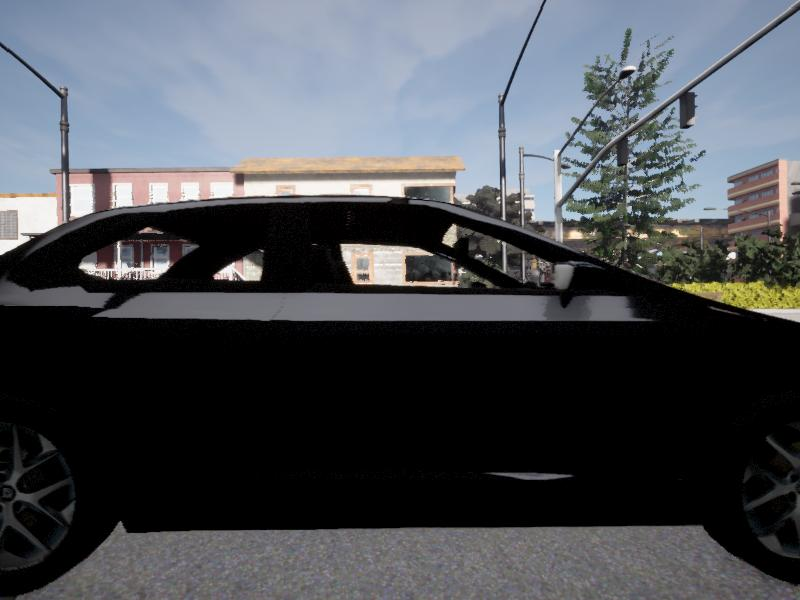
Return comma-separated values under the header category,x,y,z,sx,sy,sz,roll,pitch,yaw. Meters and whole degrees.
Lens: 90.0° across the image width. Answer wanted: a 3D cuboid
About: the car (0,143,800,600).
category,x,y,z,sx,sy,sz,roll,pitch,yaw
car,0.083,0.253,2.178,4.193,1.474,1.816,0,0,-1
